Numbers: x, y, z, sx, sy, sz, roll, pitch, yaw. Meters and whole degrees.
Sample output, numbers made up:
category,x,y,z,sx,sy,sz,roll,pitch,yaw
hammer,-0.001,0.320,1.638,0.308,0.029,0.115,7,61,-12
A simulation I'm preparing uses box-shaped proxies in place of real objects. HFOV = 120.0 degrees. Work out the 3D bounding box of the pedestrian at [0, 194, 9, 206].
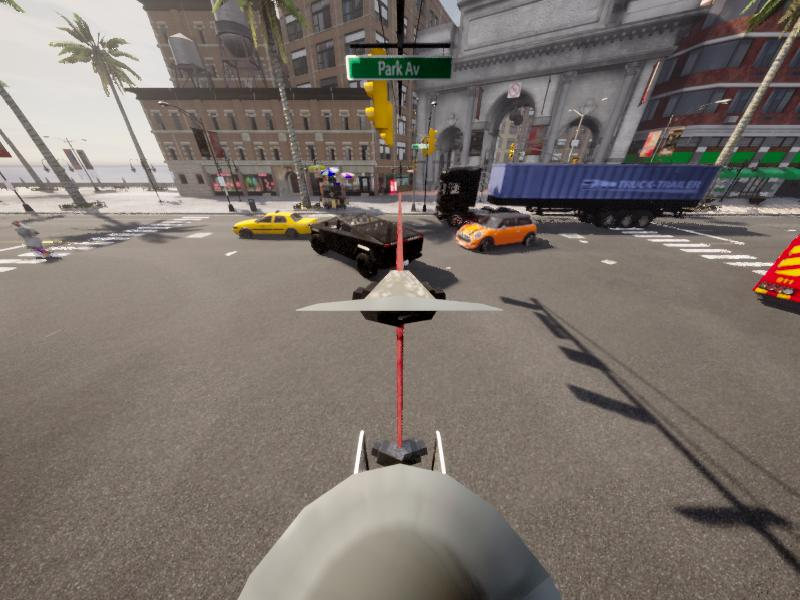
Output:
category,x,y,z,sx,sy,sz,roll,pitch,yaw
pedestrian,-45.217,-11.489,25.692,0.751,1.860,0.751,1,30,2

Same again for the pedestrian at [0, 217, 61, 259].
category,x,y,z,sx,sy,sz,roll,pitch,yaw
pedestrian,-18.137,-3.020,11.328,0.751,1.860,0.751,0,30,0

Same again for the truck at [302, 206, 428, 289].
category,x,y,z,sx,sy,sz,roll,pitch,yaw
truck,-1.932,-2.877,10.891,2.390,2.098,6.274,-25,38,-36

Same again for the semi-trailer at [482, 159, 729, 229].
category,x,y,z,sx,sy,sz,roll,pitch,yaw
semi-trailer,14.033,-7.867,17.216,14.254,4.402,2.717,0,30,1

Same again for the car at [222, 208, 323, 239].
category,x,y,z,sx,sy,sz,roll,pitch,yaw
car,-8.120,-5.034,15.143,5.366,1.575,1.801,0,30,1

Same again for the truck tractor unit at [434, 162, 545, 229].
category,x,y,z,sx,sy,sz,roll,pitch,yaw
truck tractor unit,6.121,-7.847,17.372,6.516,4.208,3.053,1,30,0

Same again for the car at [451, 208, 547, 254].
category,x,y,z,sx,sy,sz,roll,pitch,yaw
car,5.537,-4.066,13.254,4.553,1.767,2.097,-11,32,-18

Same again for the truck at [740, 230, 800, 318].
category,x,y,z,sx,sy,sz,roll,pitch,yaw
truck,16.143,-1.980,7.609,8.468,3.827,2.891,-15,33,-24
